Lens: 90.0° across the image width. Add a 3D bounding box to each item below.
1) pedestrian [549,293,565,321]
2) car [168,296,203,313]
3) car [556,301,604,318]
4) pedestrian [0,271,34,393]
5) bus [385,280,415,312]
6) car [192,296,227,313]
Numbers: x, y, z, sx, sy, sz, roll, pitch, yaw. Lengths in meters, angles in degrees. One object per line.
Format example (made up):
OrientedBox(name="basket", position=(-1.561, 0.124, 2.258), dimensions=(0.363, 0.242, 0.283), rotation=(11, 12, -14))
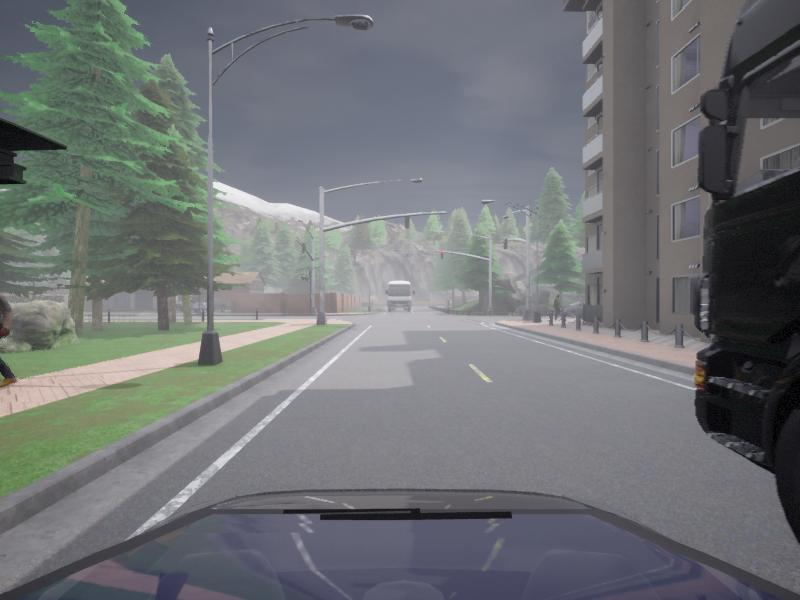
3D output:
OrientedBox(name="pedestrian", position=(10.614, 0.485, 27.007), dimensions=(0.751, 1.860, 0.751), rotation=(0, 0, -2))
OrientedBox(name="car", position=(-24.091, 0.505, 45.073), dimensions=(1.905, 1.878, 3.866), rotation=(0, 0, -1))
OrientedBox(name="car", position=(16.683, 0.843, 37.217), dimensions=(3.633, 1.501, 1.845), rotation=(0, 0, -1))
OrientedBox(name="pedestrian", position=(-6.439, 0.485, 6.248), dimensions=(0.751, 1.860, 0.751), rotation=(0, 0, 9))
OrientedBox(name="bus", position=(0.035, -0.534, 57.845), dimensions=(3.944, 4.253, 10.273), rotation=(0, 0, 0))
OrientedBox(name="car", position=(-21.587, 0.503, 45.523), dimensions=(1.932, 1.855, 4.605), rotation=(0, 0, -1))
